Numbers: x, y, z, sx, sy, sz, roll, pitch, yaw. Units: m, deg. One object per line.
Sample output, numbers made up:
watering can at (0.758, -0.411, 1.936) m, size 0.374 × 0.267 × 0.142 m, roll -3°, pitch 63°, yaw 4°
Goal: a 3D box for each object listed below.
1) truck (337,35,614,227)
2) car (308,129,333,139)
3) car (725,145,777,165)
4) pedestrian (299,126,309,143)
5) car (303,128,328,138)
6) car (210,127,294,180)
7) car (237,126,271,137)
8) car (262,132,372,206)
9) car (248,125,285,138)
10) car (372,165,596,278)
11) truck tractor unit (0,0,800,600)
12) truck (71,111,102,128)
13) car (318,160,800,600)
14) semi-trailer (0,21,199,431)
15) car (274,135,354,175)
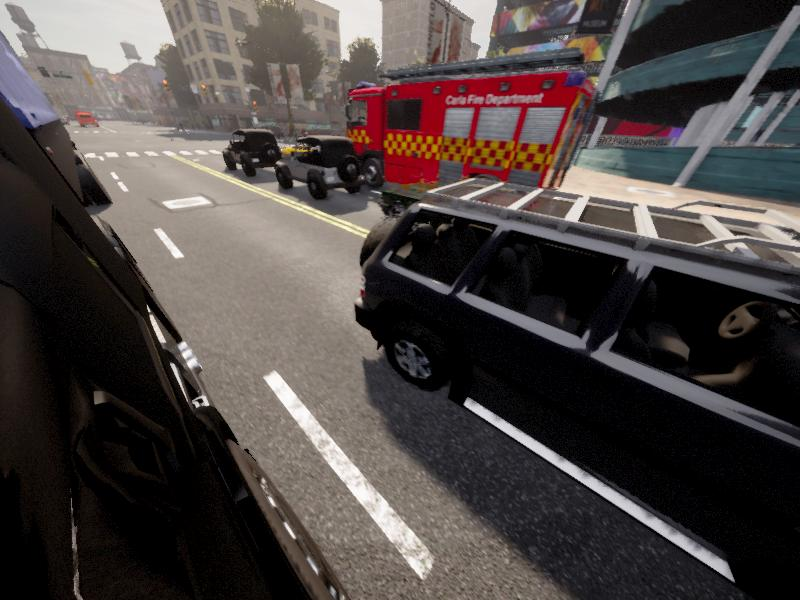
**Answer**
truck at (1.676, -6.047, 8.718) m, size 8.468 × 3.827 × 2.891 m, roll 28°, pitch 43°, yaw 30°
car at (-15.799, -33.304, 46.362) m, size 1.994 × 1.385 × 4.181 m, roll 29°, pitch 44°, yaw 31°
car at (48.610, -20.336, 32.208) m, size 2.435 × 2.045 × 5.566 m, roll 29°, pitch 44°, yaw 31°
pedestrian at (-13.285, -22.882, 32.031) m, size 0.751 × 1.860 × 0.751 m, roll -27°, pitch 46°, yaw -34°
car at (-17.741, -35.266, 48.745) m, size 2.007 × 1.525 × 4.514 m, roll 29°, pitch 44°, yaw 31°
car at (-7.552, -7.616, 11.852) m, size 3.866 × 1.878 × 1.905 m, roll 29°, pitch 44°, yaw 30°
car at (-25.993, -30.111, 41.328) m, size 1.812 × 1.442 × 4.674 m, roll 32°, pitch 45°, yaw 33°
car at (-3.135, -5.163, 8.836) m, size 3.866 × 1.878 × 1.905 m, roll 29°, pitch 44°, yaw 31°
car at (-22.834, -28.859, 39.660) m, size 2.242 × 1.667 × 4.611 m, roll 29°, pitch 44°, yaw 30°
car at (1.687, -2.303, 5.798) m, size 4.718 × 1.301 × 1.895 m, roll 27°, pitch 43°, yaw 29°
truck tractor unit at (-2.645, -0.295, 0.351) m, size 6.516 × 4.208 × 3.053 m, roll 28°, pitch 44°, yaw 30°
truck at (-60.560, -34.893, 44.641) m, size 5.204 × 2.467 × 2.627 m, roll 30°, pitch 44°, yaw 31°
car at (1.740, 0.247, 1.875) m, size 4.605 × 1.855 × 1.932 m, roll 26°, pitch 43°, yaw 28°
semi-trailer at (-8.600, -3.662, 4.334) m, size 14.254 × 4.402 × 2.717 m, roll 29°, pitch 44°, yaw 31°
car at (-5.315, -9.013, 14.142) m, size 5.366 × 1.575 × 1.801 m, roll 29°, pitch 44°, yaw 31°
